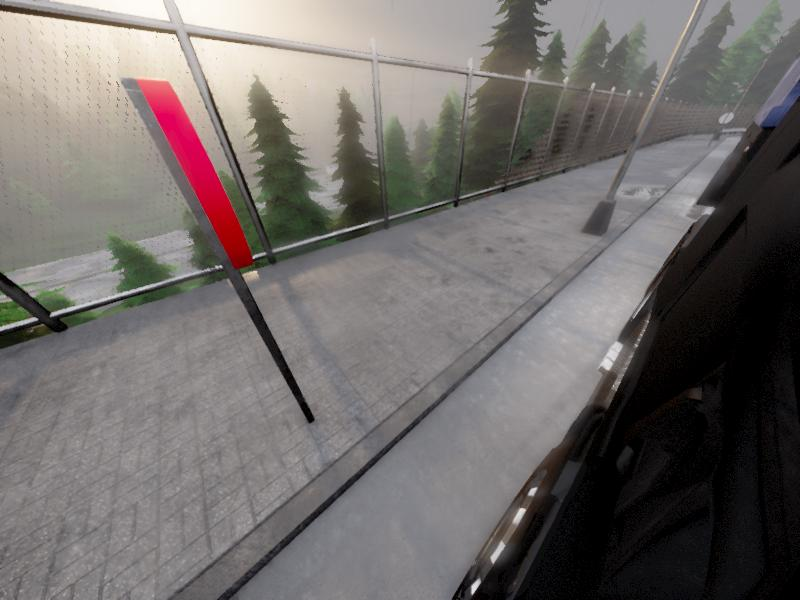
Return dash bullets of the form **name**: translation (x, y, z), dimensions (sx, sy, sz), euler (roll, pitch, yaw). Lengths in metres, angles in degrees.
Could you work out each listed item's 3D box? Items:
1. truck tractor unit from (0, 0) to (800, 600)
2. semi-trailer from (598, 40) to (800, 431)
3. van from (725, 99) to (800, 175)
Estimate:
- **truck tractor unit**: translation (2.645, -0.295, 0.351), dimensions (6.516, 4.208, 3.053), euler (-28, 44, -30)
- **semi-trailer**: translation (8.703, -3.583, 4.250), dimensions (14.254, 4.402, 2.717), euler (-28, 44, -30)
- **van**: translation (18.439, -7.947, 11.182), dimensions (5.915, 2.561, 1.988), euler (-27, 43, -30)
